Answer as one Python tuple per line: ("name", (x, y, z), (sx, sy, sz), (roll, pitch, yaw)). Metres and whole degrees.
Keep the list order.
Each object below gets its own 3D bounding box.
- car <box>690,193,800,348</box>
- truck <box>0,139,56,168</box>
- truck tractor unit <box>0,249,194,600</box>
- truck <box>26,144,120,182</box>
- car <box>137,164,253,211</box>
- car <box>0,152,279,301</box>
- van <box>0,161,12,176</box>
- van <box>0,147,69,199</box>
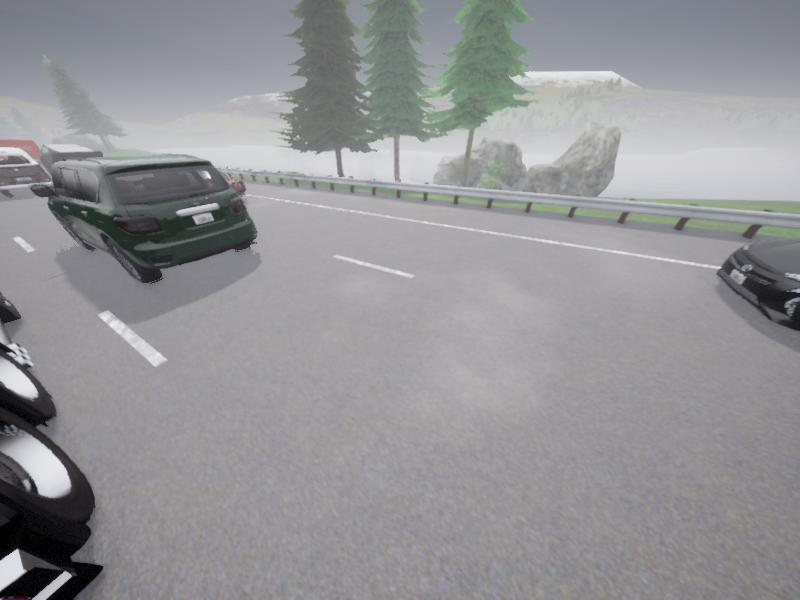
("car", (7.318, 0.010, 2.587), (4.514, 1.525, 2.007), (18, 39, 24))
("truck", (-41.049, -15.812, 24.878), (5.204, 2.467, 2.627), (15, 36, 21))
("truck tractor unit", (-5.084, -0.327, 0.813), (6.516, 4.208, 3.053), (19, 39, 25))
("truck", (-24.529, -10.437, 17.350), (6.274, 2.098, 2.390), (18, 39, 24))
("car", (-9.202, -5.181, 10.378), (4.718, 1.301, 1.895), (18, 39, 24))
("car", (-5.840, -2.113, 5.286), (5.566, 2.045, 2.150), (17, 39, 24))
("van", (-34.717, -11.094, 18.437), (4.480, 2.038, 2.069), (12, 37, 16))
("van", (-20.503, -6.815, 12.170), (4.480, 2.038, 2.069), (18, 39, 24))
